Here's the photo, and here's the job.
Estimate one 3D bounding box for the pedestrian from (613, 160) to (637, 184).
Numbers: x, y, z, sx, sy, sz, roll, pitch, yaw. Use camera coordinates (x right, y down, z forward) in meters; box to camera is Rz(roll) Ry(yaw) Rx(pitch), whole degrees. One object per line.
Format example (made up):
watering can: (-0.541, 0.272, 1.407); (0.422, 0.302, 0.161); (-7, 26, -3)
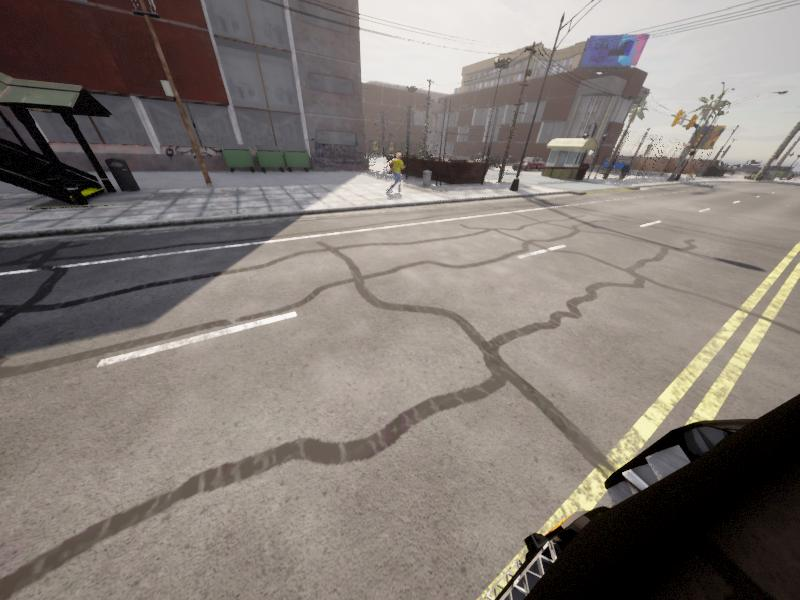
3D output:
pedestrian: (20.852, -11.899, 21.453); (0.751, 1.860, 0.751); (-17, 38, -27)

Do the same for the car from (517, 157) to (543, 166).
car: (26.779, -28.610, 47.618); (4.674, 1.452, 2.002); (-16, 38, -26)

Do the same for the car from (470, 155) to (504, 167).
car: (14.151, -22.619, 37.565); (5.008, 1.535, 2.097); (-16, 38, -26)

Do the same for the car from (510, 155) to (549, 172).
car: (17.976, -18.965, 32.108); (4.553, 1.767, 2.185); (-16, 38, -26)

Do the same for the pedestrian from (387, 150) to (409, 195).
pedestrian: (-0.133, -6.225, 11.331); (0.751, 1.860, 0.751); (-16, 38, -26)

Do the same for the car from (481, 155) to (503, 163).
car: (21.830, -33.517, 54.798); (4.786, 1.482, 2.161); (-16, 38, -26)

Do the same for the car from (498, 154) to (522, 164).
car: (24.344, -31.207, 51.055); (4.553, 1.767, 2.185); (-16, 38, -26)

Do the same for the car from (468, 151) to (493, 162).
car: (19.932, -35.427, 57.049); (5.566, 2.045, 2.435); (-16, 38, -26)
